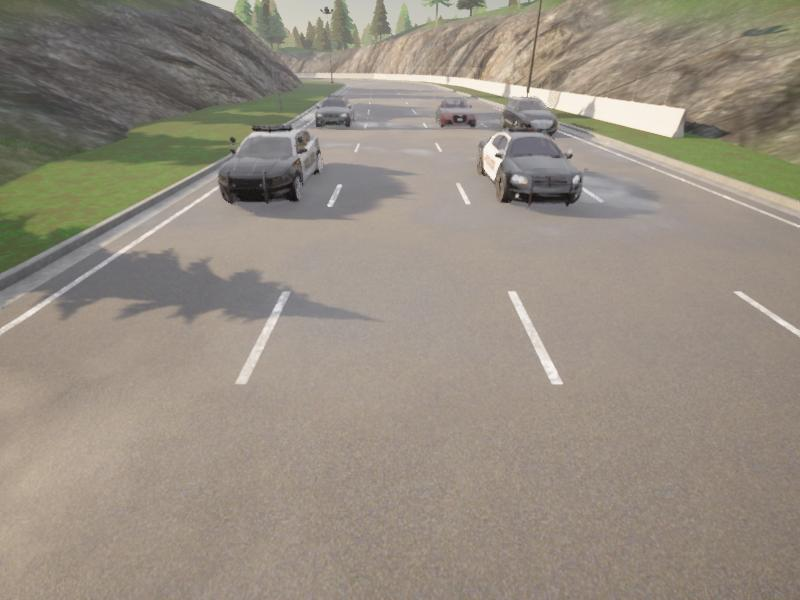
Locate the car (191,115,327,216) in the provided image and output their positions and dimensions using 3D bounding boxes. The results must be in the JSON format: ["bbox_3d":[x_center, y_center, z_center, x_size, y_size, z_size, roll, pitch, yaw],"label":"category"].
[{"bbox_3d":[-3.509,-4.016,11.251,1.930,1.638,5.238,0,30,0],"label":"car"}]

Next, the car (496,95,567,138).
[{"bbox_3d":[6.761,-9.840,21.235,2.033,1.649,4.856,-1,30,-2],"label":"car"}]

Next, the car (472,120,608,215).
[{"bbox_3d":[3.491,-3.929,11.220,2.038,1.542,4.974,0,30,0],"label":"car"}]

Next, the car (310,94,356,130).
[{"bbox_3d":[-3.802,-11.204,23.664,2.038,1.542,4.974,-1,30,-1],"label":"car"}]

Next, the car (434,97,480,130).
[{"bbox_3d":[3.208,-10.980,23.440,1.994,1.385,4.181,-1,30,-1],"label":"car"}]
